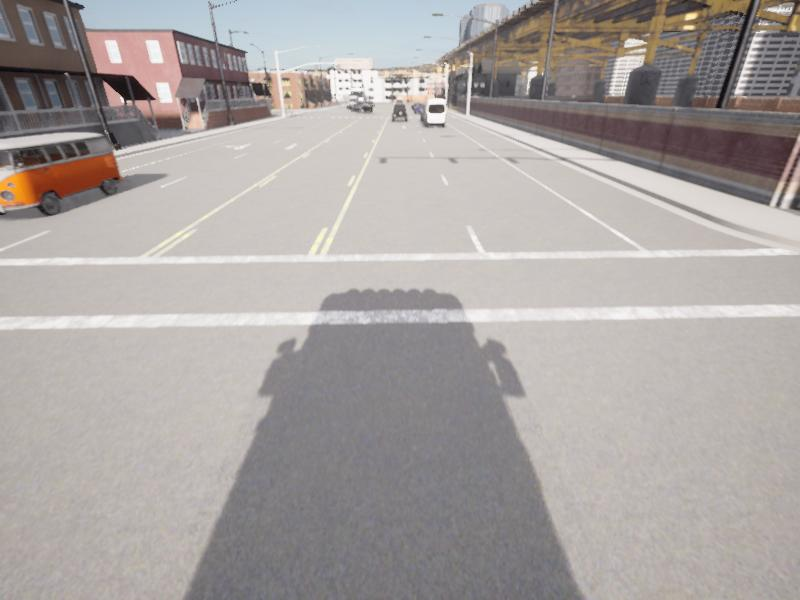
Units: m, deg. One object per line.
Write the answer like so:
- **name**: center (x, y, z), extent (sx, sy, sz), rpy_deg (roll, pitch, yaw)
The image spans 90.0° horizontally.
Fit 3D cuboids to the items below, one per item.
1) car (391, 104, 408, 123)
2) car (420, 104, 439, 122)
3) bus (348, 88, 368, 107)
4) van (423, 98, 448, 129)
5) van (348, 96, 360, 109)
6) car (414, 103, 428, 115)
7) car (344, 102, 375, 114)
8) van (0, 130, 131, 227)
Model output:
- **car**: center (-0.031, -22.374, 47.854), extent (1.905, 1.878, 3.866), rpy_deg (0, 27, 0)
- **car**: center (3.469, -22.438, 47.950), extent (1.905, 1.878, 3.866), rpy_deg (0, 27, 0)
- **bus**: center (-10.449, -51.534, 101.820), extent (3.944, 4.253, 10.273), rpy_deg (0, 27, 0)
- **van**: center (3.475, -19.055, 40.695), extent (1.988, 2.561, 5.915), rpy_deg (0, 27, 0)
- **van**: center (-10.565, -45.455, 91.881), extent (1.988, 2.561, 5.915), rpy_deg (0, 27, 0)
- **car**: center (3.456, -32.304, 67.654), extent (2.152, 1.651, 5.027), rpy_deg (0, 27, 0)
- **car**: center (-7.017, -33.161, 69.074), extent (5.238, 1.638, 1.930), rpy_deg (20, 34, 34)
- **van**: center (-10.516, -3.787, 11.856), extent (1.775, 1.987, 4.442), rpy_deg (0, 27, 0)
